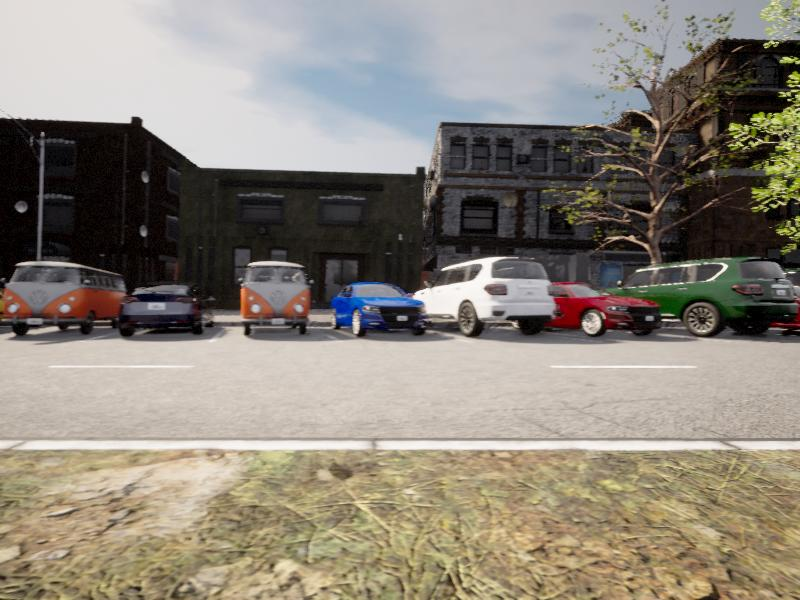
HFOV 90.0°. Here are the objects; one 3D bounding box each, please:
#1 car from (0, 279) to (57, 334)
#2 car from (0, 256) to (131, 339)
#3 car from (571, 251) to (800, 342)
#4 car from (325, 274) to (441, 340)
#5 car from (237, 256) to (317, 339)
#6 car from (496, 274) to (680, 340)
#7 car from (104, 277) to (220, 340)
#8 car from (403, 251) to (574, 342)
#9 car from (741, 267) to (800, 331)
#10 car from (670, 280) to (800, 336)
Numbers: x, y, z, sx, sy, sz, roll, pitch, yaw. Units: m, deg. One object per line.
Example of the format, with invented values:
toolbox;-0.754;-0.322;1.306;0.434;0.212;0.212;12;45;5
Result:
car;-12.912;0.202;12.241;1.946;1.575;5.366;0;-1;-20
car;-9.784;-0.024;11.972;1.878;1.987;4.442;1;-1;-20
car;8.204;-0.043;12.085;2.435;2.045;5.566;0;-1;-20
car;-0.795;0.206;12.076;2.097;1.535;5.008;1;-1;-20
car;-3.760;-0.022;11.973;1.878;1.987;4.442;1;-1;-20
car;5.215;0.208;12.066;2.097;1.535;5.008;1;-1;-20
car;-6.829;0.235;12.106;2.163;1.488;4.792;0;-1;-20
car;2.196;-0.044;12.096;2.435;2.045;5.566;0;-1;-20
car;14.246;-0.042;12.026;2.435;2.045;5.566;1;-1;-20
car;11.238;0.238;12.026;2.163;1.488;4.792;1;-1;-20
